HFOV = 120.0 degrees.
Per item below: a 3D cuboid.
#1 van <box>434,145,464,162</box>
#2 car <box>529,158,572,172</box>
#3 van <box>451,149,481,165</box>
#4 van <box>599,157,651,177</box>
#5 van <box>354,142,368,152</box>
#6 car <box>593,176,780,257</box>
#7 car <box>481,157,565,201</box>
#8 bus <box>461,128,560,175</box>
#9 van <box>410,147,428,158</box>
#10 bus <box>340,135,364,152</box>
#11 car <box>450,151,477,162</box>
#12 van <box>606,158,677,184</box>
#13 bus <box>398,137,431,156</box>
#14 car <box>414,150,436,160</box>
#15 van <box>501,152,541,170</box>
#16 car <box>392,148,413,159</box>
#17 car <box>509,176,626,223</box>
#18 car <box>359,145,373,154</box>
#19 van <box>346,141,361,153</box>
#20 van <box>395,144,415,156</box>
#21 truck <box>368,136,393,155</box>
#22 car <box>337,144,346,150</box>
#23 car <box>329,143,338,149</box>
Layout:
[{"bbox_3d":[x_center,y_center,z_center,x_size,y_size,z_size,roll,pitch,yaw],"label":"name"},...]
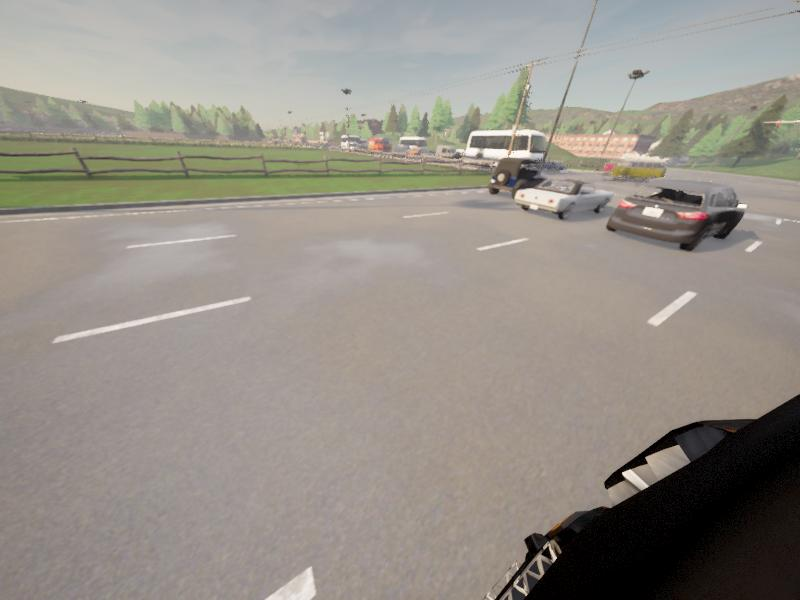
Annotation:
[{"bbox_3d":[9.633,-29.214,46.030,1.988,2.561,5.915,-17,38,-26],"label":"van"},{"bbox_3d":[22.412,-20.265,34.549,2.163,1.488,4.792,-17,39,-27],"label":"car"},{"bbox_3d":[10.949,-23.921,38.659,2.069,2.038,4.480,-17,38,-26],"label":"van"},{"bbox_3d":[31.497,-18.769,32.533,4.442,1.987,1.775,11,35,12],"label":"van"},{"bbox_3d":[-13.165,-51.279,77.419,2.351,2.431,6.366,-17,38,-26],"label":"van"},{"bbox_3d":[9.149,-2.943,7.489,4.611,1.667,2.242,-14,37,-24],"label":"car"},{"bbox_3d":[6.860,-6.877,13.002,3.866,1.878,1.905,-16,38,-26],"label":"car"},{"bbox_3d":[13.271,-18.979,29.456,3.944,4.253,10.273,-17,38,-27],"label":"bus"},{"bbox_3d":[4.305,-34.146,53.504,1.775,1.987,4.442,-17,38,-26],"label":"van"},{"bbox_3d":[-15.725,-50.883,74.995,3.944,4.253,10.273,-17,38,-26],"label":"bus"},{"bbox_3d":[12.914,-29.449,47.449,2.152,1.651,5.027,-17,38,-26],"label":"car"},{"bbox_3d":[25.128,-13.595,24.326,4.442,1.987,1.775,18,37,22],"label":"van"},{"bbox_3d":[3.764,-43.402,65.258,3.944,4.253,10.273,-17,38,-26],"label":"bus"},{"bbox_3d":[4.966,-29.484,47.026,1.837,1.490,4.892,-17,38,-26],"label":"car"},{"bbox_3d":[18.032,-20.879,34.636,2.069,2.038,4.480,-17,39,-27],"label":"van"},{"bbox_3d":[0.396,-30.187,47.580,2.242,1.667,4.611,-17,38,-26],"label":"car"},{"bbox_3d":[7.257,-4.482,9.987,4.718,1.301,1.895,-16,38,-26],"label":"car"},{"bbox_3d":[-8.878,-39.269,60.284,1.932,1.855,4.605,-17,38,-26],"label":"car"},{"bbox_3d":[-13.209,-43.771,66.058,1.988,2.561,5.915,-17,38,-26],"label":"van"},{"bbox_3d":[1.304,-41.055,63.207,2.351,2.431,6.366,-17,38,-26],"label":"van"},{"bbox_3d":[-5.215,-40.369,60.440,2.891,3.827,8.468,-17,38,-26],"label":"truck"},{"bbox_3d":[-23.219,-60.683,91.451,1.930,1.638,5.238,-17,38,-26],"label":"car"},{"bbox_3d":[-25.772,-59.452,89.213,1.905,1.878,3.866,-17,38,-26],"label":"car"}]
